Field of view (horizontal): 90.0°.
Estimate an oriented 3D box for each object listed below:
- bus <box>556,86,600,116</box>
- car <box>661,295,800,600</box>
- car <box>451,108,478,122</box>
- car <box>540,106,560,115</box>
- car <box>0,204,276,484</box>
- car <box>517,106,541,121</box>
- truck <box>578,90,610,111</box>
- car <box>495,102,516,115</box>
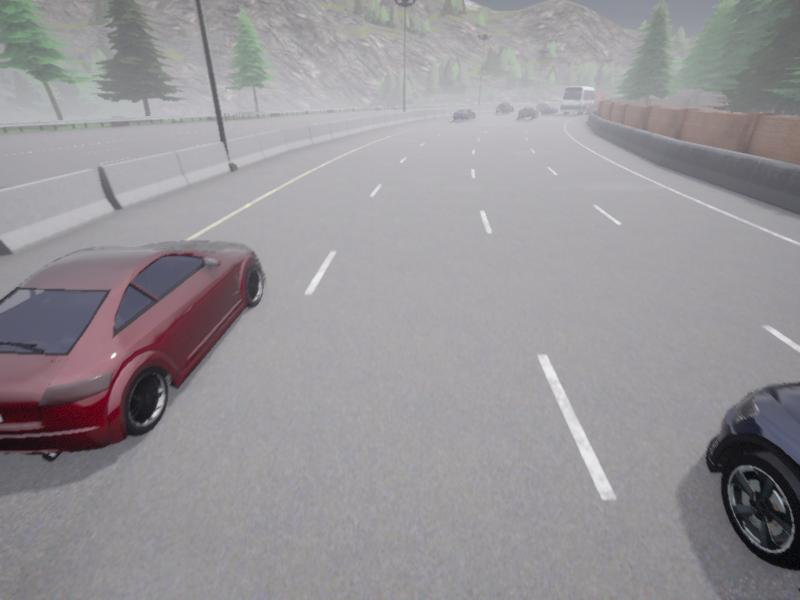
[{"bbox_3d":[30.190,-33.764,67.760,3.944,4.253,10.273,18,32,30],"label":"bus"},{"bbox_3d":[3.502,1.818,1.332,2.033,1.649,4.856,0,27,1],"label":"car"},{"bbox_3d":[8.308,-23.756,51.235,2.033,1.411,5.357,12,29,21],"label":"car"},{"bbox_3d":[25.258,-31.801,67.122,1.895,1.301,4.718,17,31,29],"label":"car"},{"bbox_3d":[-3.330,0.001,5.061,1.994,1.385,4.181,2,27,3],"label":"car"},{"bbox_3d":[17.494,-25.376,54.230,2.152,1.651,5.027,12,30,22],"label":"car"},{"bbox_3d":[41.952,-43.026,86.320,2.891,3.827,8.468,24,35,38],"label":"truck"},{"bbox_3d":[17.958,-32.750,68.258,1.932,1.855,4.605,16,31,27],"label":"car"}]
